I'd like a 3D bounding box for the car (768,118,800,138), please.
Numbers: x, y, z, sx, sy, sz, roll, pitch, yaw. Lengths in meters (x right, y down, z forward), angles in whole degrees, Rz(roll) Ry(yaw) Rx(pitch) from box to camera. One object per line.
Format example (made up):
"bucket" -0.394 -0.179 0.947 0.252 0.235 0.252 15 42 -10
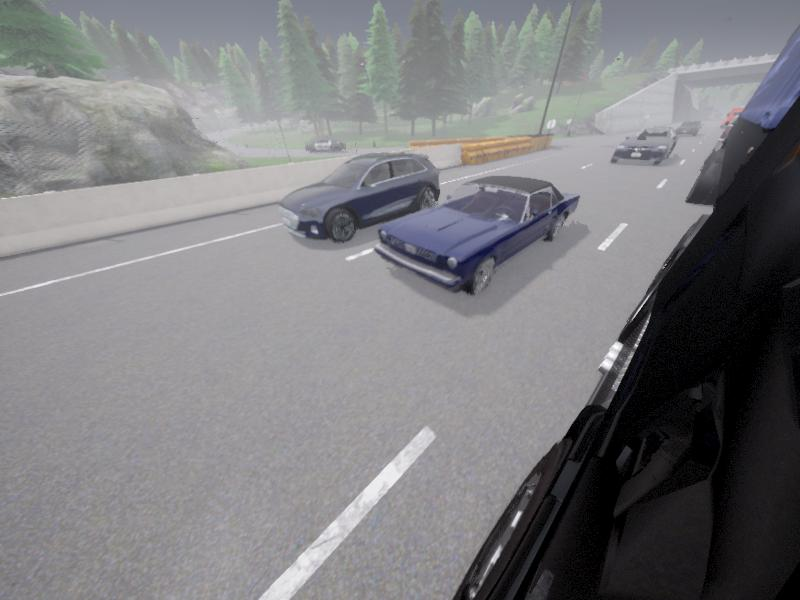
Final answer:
"car" 37.188 -16.304 21.805 4.181 1.385 1.994 -30 45 -31

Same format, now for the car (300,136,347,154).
"car" -9.334 -19.060 28.419 4.974 1.542 2.038 8 38 14

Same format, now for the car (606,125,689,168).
"car" 14.235 -8.904 13.242 5.027 1.651 2.152 -30 44 -31

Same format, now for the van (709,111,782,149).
"van" 25.306 -12.597 17.085 4.480 2.038 2.069 -30 45 -31

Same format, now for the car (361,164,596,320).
"car" 1.796 -1.639 4.646 4.718 1.301 1.895 -30 45 -31

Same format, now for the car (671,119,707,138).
"car" 33.076 -19.654 26.440 4.892 1.490 1.837 -30 44 -31

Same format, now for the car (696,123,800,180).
"car" 15.400 -6.735 10.280 4.856 1.649 2.033 -30 45 -32

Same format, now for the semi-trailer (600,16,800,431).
"semi-trailer" 8.572 -3.695 4.338 14.254 4.402 2.717 -30 44 -31

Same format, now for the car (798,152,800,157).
"car" 21.432 -7.283 10.795 5.357 1.411 2.033 -30 45 -31

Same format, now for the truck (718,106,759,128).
"truck" 52.354 -28.268 35.863 5.204 2.467 2.627 -29 44 -32

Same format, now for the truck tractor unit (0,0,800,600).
"truck tractor unit" 2.645 -0.295 0.351 6.516 4.208 3.053 -28 44 -30

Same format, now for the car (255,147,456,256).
"car" -0.842 -3.091 6.479 4.856 1.649 2.033 -30 45 -31
